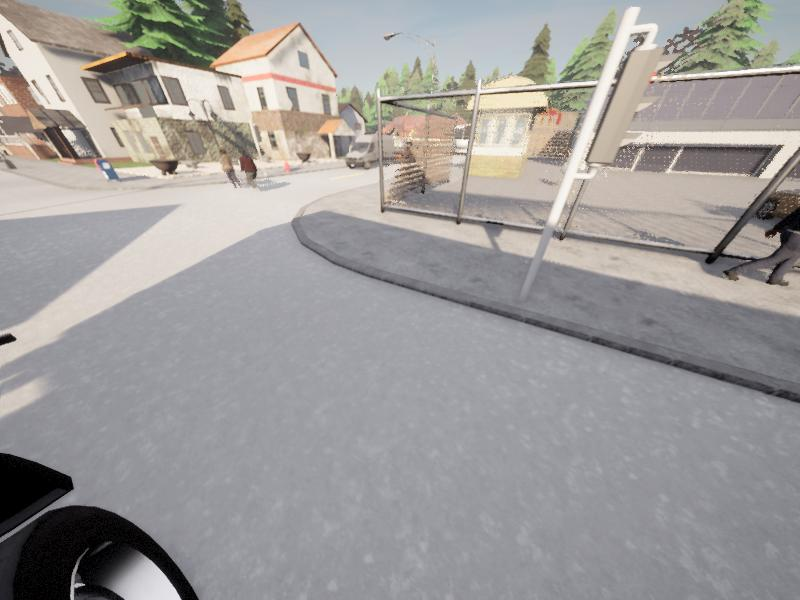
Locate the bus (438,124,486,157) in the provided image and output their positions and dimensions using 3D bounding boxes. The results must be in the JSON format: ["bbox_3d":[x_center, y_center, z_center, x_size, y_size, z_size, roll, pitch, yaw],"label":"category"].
[{"bbox_3d":[10.400,-28.082,40.707,3.944,4.253,10.273,-6,35,-8],"label":"bus"}]

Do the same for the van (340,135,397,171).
[{"bbox_3d":[-2.659,-13.828,21.592,1.988,2.561,5.915,18,39,23],"label":"van"}]

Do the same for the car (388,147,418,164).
[{"bbox_3d":[0.394,-16.725,26.649,1.789,1.549,3.705,17,38,23],"label":"car"}]

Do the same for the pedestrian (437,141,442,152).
[{"bbox_3d":[8.397,-32.511,48.918,0.751,1.860,0.751,-1,35,-3],"label":"pedestrian"}]

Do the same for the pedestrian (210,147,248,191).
[{"bbox_3d":[-8.751,-6.734,11.889,0.751,1.860,0.751,17,38,22],"label":"pedestrian"}]

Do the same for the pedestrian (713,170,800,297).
[{"bbox_3d":[6.595,-1.099,3.781,0.751,1.860,0.751,14,37,19],"label":"pedestrian"}]

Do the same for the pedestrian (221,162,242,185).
[{"bbox_3d":[-9.752,-7.328,13.396,0.500,1.100,0.500,-6,35,-9],"label":"pedestrian"}]

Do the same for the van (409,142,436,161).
[{"bbox_3d":[2.994,-19.656,30.509,1.775,1.987,4.442,17,38,22],"label":"van"}]

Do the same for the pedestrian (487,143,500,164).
[{"bbox_3d":[10.192,-16.004,25.213,0.751,1.860,0.751,18,38,23],"label":"pedestrian"}]

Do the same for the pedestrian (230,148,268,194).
[{"bbox_3d":[-7.306,-6.293,11.270,0.751,1.860,0.751,18,39,24],"label":"pedestrian"}]
